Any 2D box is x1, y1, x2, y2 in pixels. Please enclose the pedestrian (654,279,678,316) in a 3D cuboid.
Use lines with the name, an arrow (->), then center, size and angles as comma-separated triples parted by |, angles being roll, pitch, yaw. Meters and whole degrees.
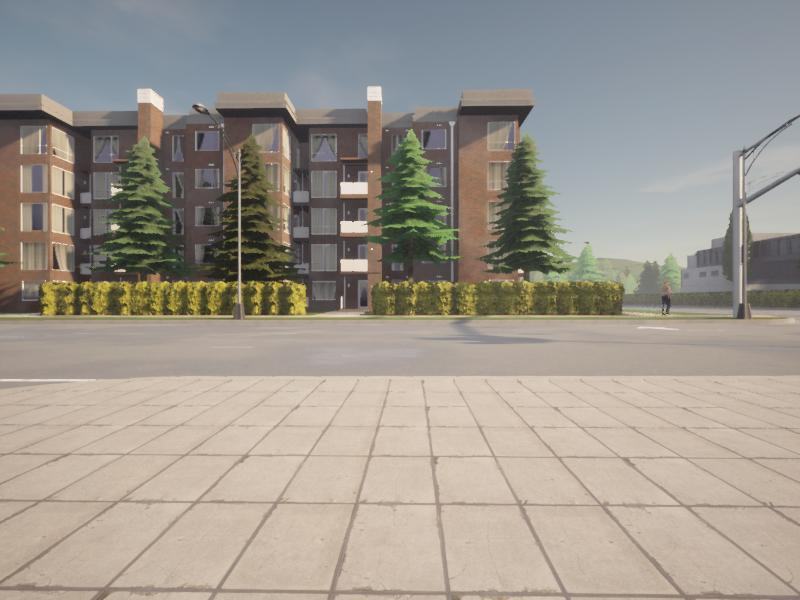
pedestrian -> 13.616, -0.125, 20.492 | 0.751, 1.860, 0.751 | 0, 0, -29
